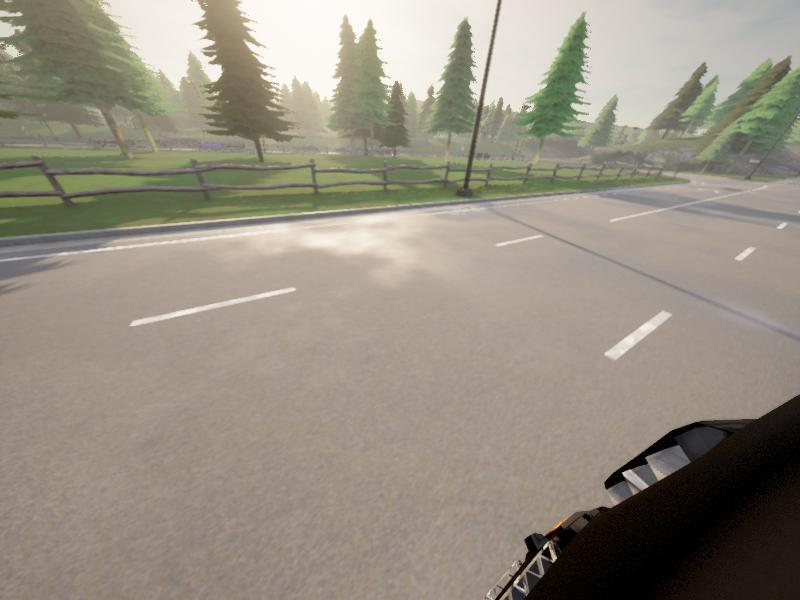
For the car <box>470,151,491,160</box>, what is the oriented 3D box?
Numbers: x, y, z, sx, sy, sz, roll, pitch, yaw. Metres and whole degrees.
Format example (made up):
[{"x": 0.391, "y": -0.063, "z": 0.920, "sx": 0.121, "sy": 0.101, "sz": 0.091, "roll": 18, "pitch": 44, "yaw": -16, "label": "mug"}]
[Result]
[{"x": 21.211, "y": -38.143, "z": 60.990, "sx": 5.027, "sy": 1.651, "sz": 2.152, "roll": 9, "pitch": 34, "yaw": 10, "label": "car"}]

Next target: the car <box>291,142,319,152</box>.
[{"x": -20.796, "y": -33.593, "z": 50.848, "sx": 5.238, "sy": 1.638, "sz": 1.930, "roll": -16, "pitch": 38, "yaw": -26, "label": "car"}]

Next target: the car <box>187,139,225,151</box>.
[{"x": -32.197, "y": -25.777, "z": 38.486, "sx": 4.514, "sy": 1.525, "sz": 2.007, "roll": -16, "pitch": 38, "yaw": -26, "label": "car"}]

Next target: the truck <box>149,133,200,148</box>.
[{"x": -42.112, "y": -29.927, "z": 43.410, "sx": 6.274, "sy": 2.098, "sz": 2.390, "roll": -16, "pitch": 38, "yaw": -26, "label": "truck"}]

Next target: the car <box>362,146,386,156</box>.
[{"x": -5.856, "y": -33.362, "z": 51.621, "sx": 4.856, "sy": 1.649, "sz": 2.033, "roll": -16, "pitch": 38, "yaw": -26, "label": "car"}]

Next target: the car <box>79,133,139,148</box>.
[{"x": -44.622, "y": -24.517, "z": 35.590, "sx": 5.238, "sy": 1.638, "sz": 1.930, "roll": -16, "pitch": 38, "yaw": -26, "label": "car"}]

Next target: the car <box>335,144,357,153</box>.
[{"x": -13.493, "y": -37.917, "z": 57.862, "sx": 4.974, "sy": 1.542, "sz": 2.038, "roll": -16, "pitch": 38, "yaw": -26, "label": "car"}]

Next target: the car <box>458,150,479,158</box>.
[{"x": 19.053, "y": -40.839, "z": 64.657, "sx": 5.366, "sy": 1.575, "sz": 1.801, "roll": 10, "pitch": 34, "yaw": 10, "label": "car"}]
